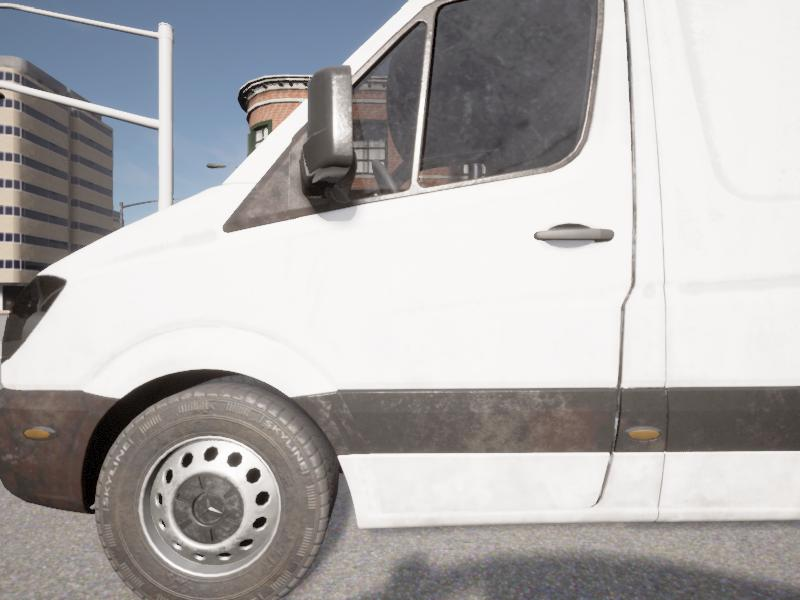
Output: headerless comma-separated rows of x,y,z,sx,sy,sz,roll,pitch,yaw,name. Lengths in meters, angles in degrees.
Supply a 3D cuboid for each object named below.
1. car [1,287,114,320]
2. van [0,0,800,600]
-19.004,0.171,22.623,1.930,1.638,5.238,0,0,0,car
1.351,-0.278,2.210,5.915,2.561,1.988,0,0,0,van
